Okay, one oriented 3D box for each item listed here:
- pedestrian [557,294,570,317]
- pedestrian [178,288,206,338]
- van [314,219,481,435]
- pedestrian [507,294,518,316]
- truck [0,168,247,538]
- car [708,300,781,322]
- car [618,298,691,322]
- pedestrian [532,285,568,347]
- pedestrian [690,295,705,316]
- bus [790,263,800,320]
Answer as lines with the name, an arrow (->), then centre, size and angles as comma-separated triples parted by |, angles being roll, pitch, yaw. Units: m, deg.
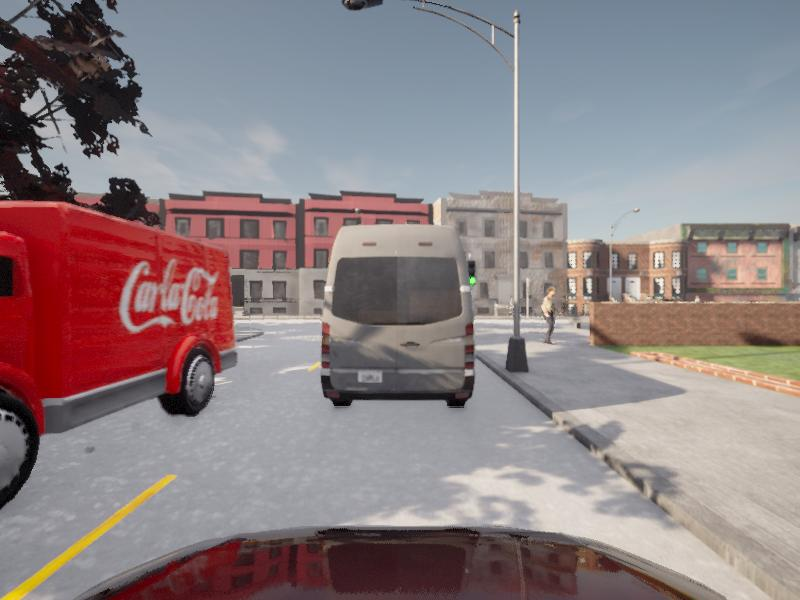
pedestrian -> 13.615, 0.432, 33.324 | 0.751, 1.860, 0.751 | 0, 0, -7
pedestrian -> -8.071, 0.488, 15.543 | 0.751, 1.860, 0.751 | 0, 0, 41
van -> 0.022, 0.300, 7.720 | 1.988, 2.561, 5.915 | 0, 0, 1
pedestrian -> 9.411, 0.431, 33.519 | 0.751, 1.860, 0.751 | 0, 0, -1
truck -> -3.965, 0.338, 4.268 | 2.627, 2.467, 5.204 | 0, 1, 0
car -> 24.456, 0.739, 28.506 | 3.633, 1.501, 1.845 | 0, 0, 0
car -> 18.097, 0.701, 28.570 | 3.988, 1.617, 1.851 | 0, 0, 0
pedestrian -> 4.721, 0.486, 12.617 | 0.751, 1.860, 0.751 | 0, 0, -35
pedestrian -> 25.785, 0.476, 34.704 | 0.751, 1.860, 0.751 | 0, 0, -20
bus -> 34.696, -0.621, 28.284 | 10.273, 4.253, 3.944 | 0, 0, 1
